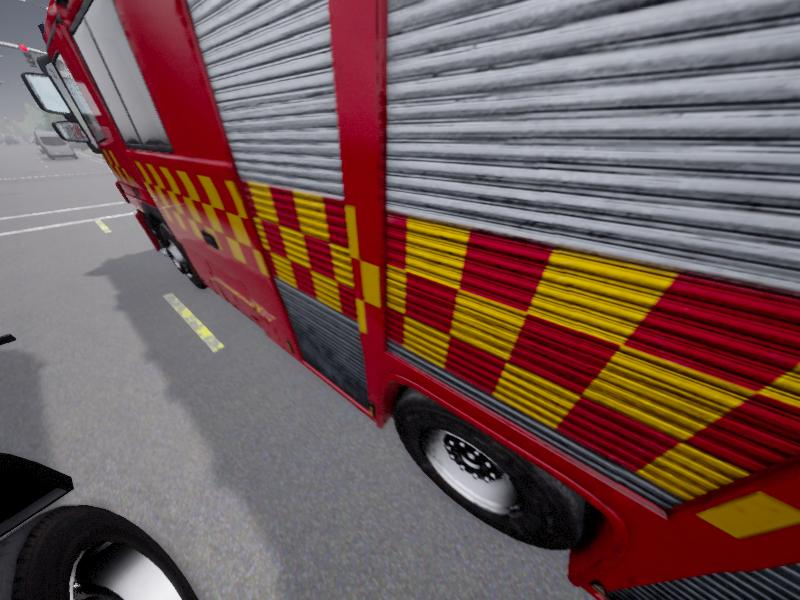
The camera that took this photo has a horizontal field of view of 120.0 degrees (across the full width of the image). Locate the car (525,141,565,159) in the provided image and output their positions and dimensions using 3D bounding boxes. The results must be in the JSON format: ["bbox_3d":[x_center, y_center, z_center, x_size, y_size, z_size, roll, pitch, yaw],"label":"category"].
[{"bbox_3d":[18.936,-19.705,30.312,3.866,1.878,1.905,23,41,29],"label":"car"}]

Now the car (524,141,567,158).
[{"bbox_3d":[20.325,-21.173,32.440,4.605,1.855,1.932,23,41,29],"label":"car"}]

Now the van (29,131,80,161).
[{"bbox_3d":[-39.115,-17.507,26.157,5.915,2.561,1.988,24,41,29],"label":"van"}]

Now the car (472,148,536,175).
[{"bbox_3d":[7.812,-10.594,17.565,3.806,1.475,1.970,23,41,29],"label":"car"}]

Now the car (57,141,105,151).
[{"bbox_3d":[-60.411,-29.306,43.886,1.837,1.490,4.892,17,39,23],"label":"car"}]

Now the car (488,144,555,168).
[{"bbox_3d":[11.354,-13.734,21.911,5.027,1.636,2.152,23,41,29],"label":"car"}]

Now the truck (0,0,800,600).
[{"bbox_3d":[-0.737,-1.502,2.710,8.468,3.827,2.891,23,41,29],"label":"truck"}]

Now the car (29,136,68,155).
[{"bbox_3d":[-50.219,-22.104,32.995,5.566,2.045,2.150,24,42,30],"label":"car"}]
